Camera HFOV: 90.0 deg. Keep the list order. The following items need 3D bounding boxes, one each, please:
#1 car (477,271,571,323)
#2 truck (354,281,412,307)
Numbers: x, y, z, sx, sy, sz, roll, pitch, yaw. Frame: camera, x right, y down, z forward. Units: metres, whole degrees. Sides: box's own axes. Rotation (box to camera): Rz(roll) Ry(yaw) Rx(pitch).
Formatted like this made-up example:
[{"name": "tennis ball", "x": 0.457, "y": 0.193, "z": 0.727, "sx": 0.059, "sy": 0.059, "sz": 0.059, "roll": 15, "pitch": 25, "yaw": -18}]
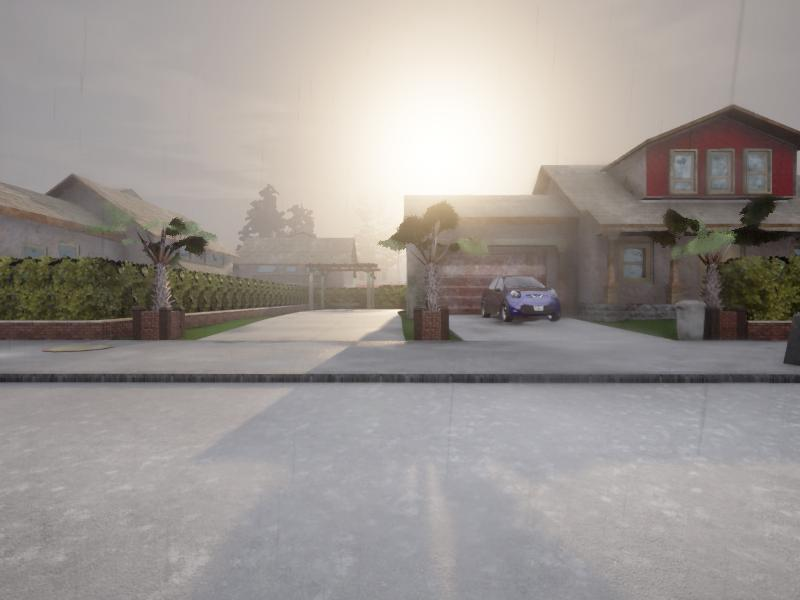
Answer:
[{"name": "car", "x": 3.891, "y": -0.082, "z": 13.247, "sx": 1.845, "sy": 1.501, "sz": 3.633, "roll": 0, "pitch": 0, "yaw": -3}, {"name": "truck", "x": -2.477, "y": -0.921, "z": 60.272, "sx": 8.468, "sy": 3.827, "sz": 2.891, "roll": 0, "pitch": 0, "yaw": 0}]
